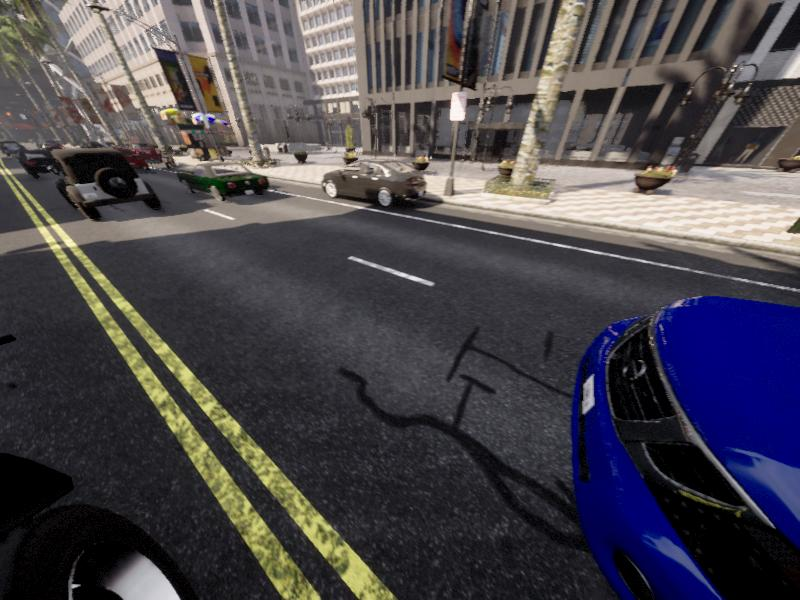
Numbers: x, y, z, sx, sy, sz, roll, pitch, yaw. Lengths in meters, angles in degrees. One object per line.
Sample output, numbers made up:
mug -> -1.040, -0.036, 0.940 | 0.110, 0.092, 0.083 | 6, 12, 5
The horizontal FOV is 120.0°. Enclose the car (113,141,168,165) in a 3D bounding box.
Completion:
car -> -25.601, -14.610, 22.817 | 4.553, 1.767, 2.185 | 21, 40, 27

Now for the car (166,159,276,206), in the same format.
car -> -8.008, -5.390, 10.326 | 4.718, 1.301, 1.895 | 21, 40, 27

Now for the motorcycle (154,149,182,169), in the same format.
motorcycle -> -19.576, -11.923, 19.548 | 0.764, 1.277, 2.356 | -16, 38, -21

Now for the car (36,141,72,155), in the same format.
car -> -50.537, -22.270, 33.722 | 4.974, 1.542, 2.038 | 22, 41, 27

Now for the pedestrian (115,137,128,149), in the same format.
pedestrian -> -52.850, -29.825, 43.774 | 0.751, 1.860, 0.751 | 26, 43, 32

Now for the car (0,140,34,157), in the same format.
car -> -51.078, -20.069, 30.533 | 4.856, 1.649, 2.033 | 22, 41, 27

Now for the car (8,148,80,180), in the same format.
car -> -23.948, -9.229, 15.535 | 4.674, 1.442, 1.812 | 21, 41, 27

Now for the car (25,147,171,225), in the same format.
car -> -10.383, -4.125, 8.012 | 3.866, 1.878, 1.905 | 21, 40, 27

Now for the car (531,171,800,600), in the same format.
car -> 3.708, 1.318, 0.274 | 5.566, 2.045, 2.150 | 21, 41, 27

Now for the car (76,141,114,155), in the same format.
car -> -43.671, -21.745, 33.061 | 4.792, 1.488, 2.163 | 21, 40, 27

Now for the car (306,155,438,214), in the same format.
car -> -1.206, -4.985, 9.581 | 4.892, 1.521, 2.231 | 21, 40, 27

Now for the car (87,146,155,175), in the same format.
car -> -20.904, -10.518, 17.286 | 5.008, 1.535, 1.882 | 22, 41, 27
